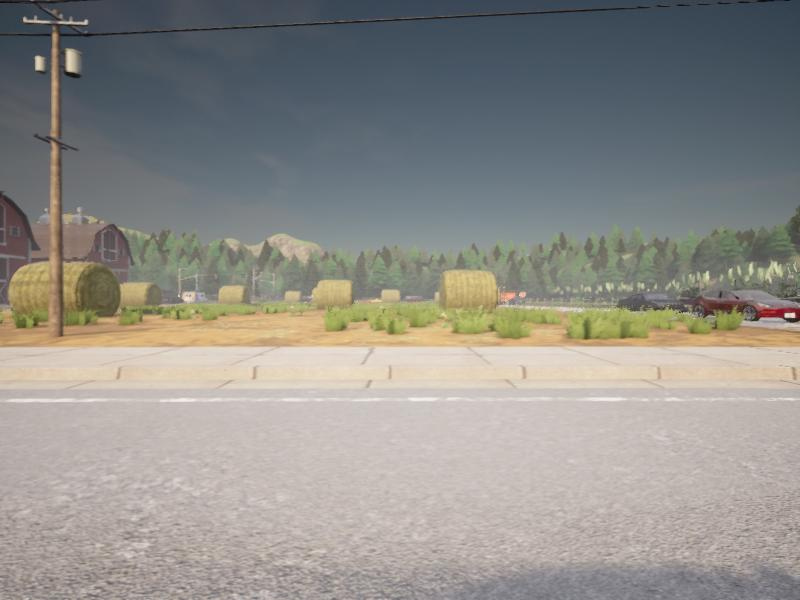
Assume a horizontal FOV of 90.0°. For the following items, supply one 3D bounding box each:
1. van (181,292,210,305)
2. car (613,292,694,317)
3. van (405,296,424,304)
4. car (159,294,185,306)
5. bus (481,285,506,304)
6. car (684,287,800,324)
[{"bbox_3d":[-38.690,-0.277,75.999,2.351,2.431,6.366,0,0,-2],"label":"van"},{"bbox_3d":[16.259,0.264,26.063,2.033,1.411,5.357,0,0,2],"label":"car"},{"bbox_3d":[3.544,-0.003,95.950,4.442,1.987,1.775,0,0,-1],"label":"van"},{"bbox_3d":[-38.451,0.013,67.591,1.932,1.855,4.605,0,0,-2],"label":"car"},{"bbox_3d":[22.304,-1.168,96.051,3.944,4.253,10.273,0,0,2],"label":"bus"},{"bbox_3d":[15.979,0.221,18.696,2.163,1.488,4.792,0,0,2],"label":"car"}]
